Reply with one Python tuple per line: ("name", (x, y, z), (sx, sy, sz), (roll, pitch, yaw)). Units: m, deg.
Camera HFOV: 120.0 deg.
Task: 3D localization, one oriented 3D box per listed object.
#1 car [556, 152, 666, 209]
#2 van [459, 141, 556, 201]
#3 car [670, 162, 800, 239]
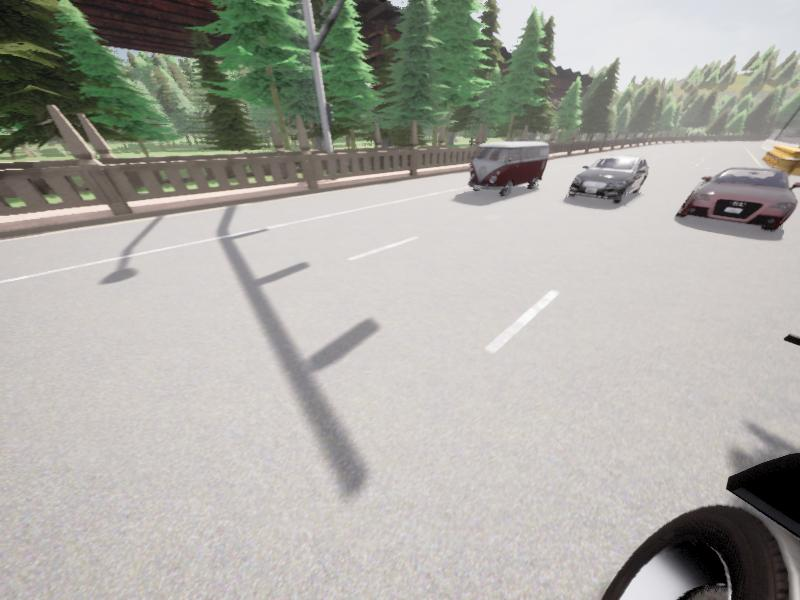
("car", (9.122, -5.318, 9.930), (4.902, 1.511, 2.128), (-27, 43, -32))
("van", (4.973, -6.109, 10.661), (4.442, 1.987, 1.775), (-27, 43, -32))
("car", (10.729, -3.387, 7.337), (4.181, 1.385, 1.994), (-27, 43, -32))
